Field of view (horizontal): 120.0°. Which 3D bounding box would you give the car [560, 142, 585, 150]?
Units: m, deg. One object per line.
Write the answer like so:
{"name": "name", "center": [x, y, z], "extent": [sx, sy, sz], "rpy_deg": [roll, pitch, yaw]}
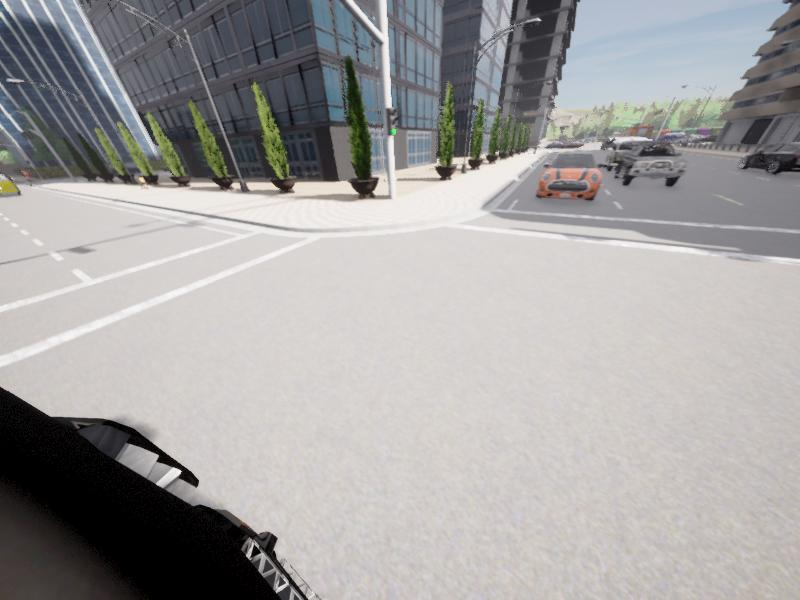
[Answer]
{"name": "car", "center": [42.502, -37.972, 56.913], "extent": [4.718, 1.301, 1.895], "rpy_deg": [16, 38, 26]}

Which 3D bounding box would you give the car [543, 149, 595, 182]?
{"name": "car", "center": [11.123, -9.028, 15.348], "extent": [2.128, 1.511, 4.902], "rpy_deg": [16, 38, 26]}

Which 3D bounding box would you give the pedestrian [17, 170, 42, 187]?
{"name": "pedestrian", "center": [-47.080, -15.404, 29.349], "extent": [0.751, 1.860, 0.751], "rpy_deg": [27, 44, 37]}

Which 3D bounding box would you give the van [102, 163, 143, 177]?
{"name": "van", "center": [-53.972, -25.469, 45.045], "extent": [1.775, 1.987, 4.442], "rpy_deg": [15, 38, 26]}

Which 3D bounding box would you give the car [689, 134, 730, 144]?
{"name": "car", "center": [67.937, -35.383, 50.801], "extent": [4.892, 1.490, 1.837], "rpy_deg": [16, 38, 26]}

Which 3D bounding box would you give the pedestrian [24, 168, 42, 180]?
{"name": "pedestrian", "center": [-68.130, -23.427, 42.875], "extent": [0.751, 1.860, 0.751], "rpy_deg": [7, 35, 15]}

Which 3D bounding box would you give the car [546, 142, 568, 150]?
{"name": "car", "center": [41.314, -40.587, 60.835], "extent": [4.674, 1.442, 1.812], "rpy_deg": [16, 38, 26]}

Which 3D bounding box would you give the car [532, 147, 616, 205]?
{"name": "car", "center": [7.594, -5.713, 10.358], "extent": [2.097, 1.767, 4.553], "rpy_deg": [16, 38, 27]}

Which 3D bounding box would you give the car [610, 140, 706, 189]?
{"name": "car", "center": [13.000, -7.206, 12.111], "extent": [1.932, 1.855, 4.605], "rpy_deg": [16, 38, 26]}

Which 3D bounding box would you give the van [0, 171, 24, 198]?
{"name": "van", "center": [-37.400, -10.721, 21.428], "extent": [4.442, 1.987, 1.775], "rpy_deg": [18, 39, 29]}

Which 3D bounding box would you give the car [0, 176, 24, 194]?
{"name": "car", "center": [-42.590, -12.204, 24.500], "extent": [4.514, 1.525, 2.007], "rpy_deg": [16, 38, 26]}

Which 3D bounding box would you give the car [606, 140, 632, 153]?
{"name": "car", "center": [34.363, -24.168, 36.376], "extent": [1.882, 1.535, 5.008], "rpy_deg": [16, 38, 26]}

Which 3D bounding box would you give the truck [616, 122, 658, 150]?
{"name": "truck", "center": [43.143, -30.028, 42.468], "extent": [2.891, 3.827, 8.468], "rpy_deg": [16, 38, 26]}

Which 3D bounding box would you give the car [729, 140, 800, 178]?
{"name": "car", "center": [21.720, -7.933, 12.880], "extent": [2.163, 1.488, 4.792], "rpy_deg": [16, 38, 26]}

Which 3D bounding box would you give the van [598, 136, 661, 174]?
{"name": "van", "center": [16.424, -10.630, 16.871], "extent": [2.069, 2.038, 4.480], "rpy_deg": [16, 38, 26]}

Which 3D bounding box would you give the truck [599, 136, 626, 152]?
{"name": "truck", "center": [38.443, -28.425, 41.984], "extent": [2.390, 2.098, 6.274], "rpy_deg": [16, 38, 26]}

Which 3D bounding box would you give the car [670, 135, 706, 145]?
{"name": "car", "center": [67.631, -37.706, 54.310], "extent": [4.611, 1.667, 2.242], "rpy_deg": [16, 38, 26]}

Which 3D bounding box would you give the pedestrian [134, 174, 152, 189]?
{"name": "pedestrian", "center": [-21.970, -10.103, 19.753], "extent": [0.500, 1.100, 0.500], "rpy_deg": [15, 38, 25]}

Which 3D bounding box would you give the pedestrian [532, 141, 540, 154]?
{"name": "pedestrian", "center": [23.941, -26.877, 40.686], "extent": [0.751, 1.860, 0.751], "rpy_deg": [20, 40, 30]}

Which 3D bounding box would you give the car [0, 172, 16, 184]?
{"name": "car", "center": [-68.674, -20.355, 38.792], "extent": [5.238, 1.638, 1.930], "rpy_deg": [2, 34, 7]}
